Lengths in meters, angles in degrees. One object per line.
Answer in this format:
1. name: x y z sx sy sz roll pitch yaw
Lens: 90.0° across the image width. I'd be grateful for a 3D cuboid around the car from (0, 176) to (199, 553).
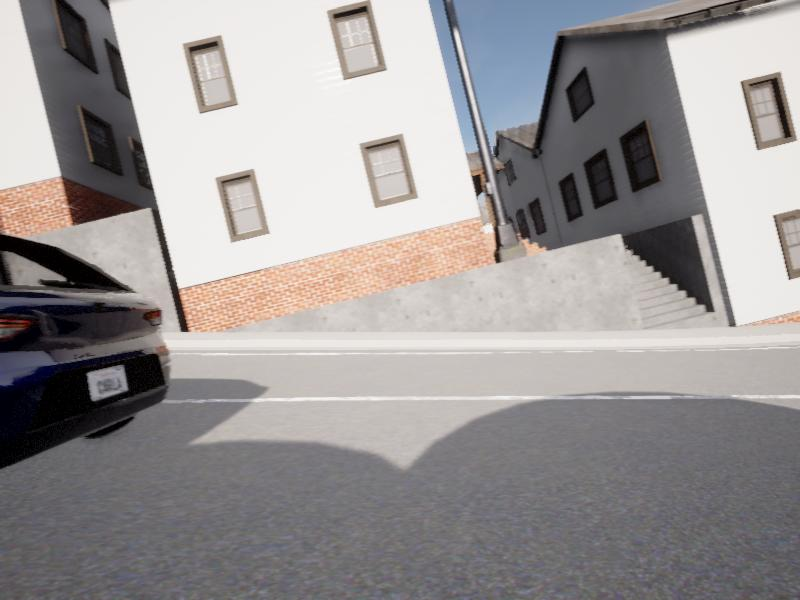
1. car: -3.661 0.272 2.199 4.193 1.474 1.816 0 -1 0
